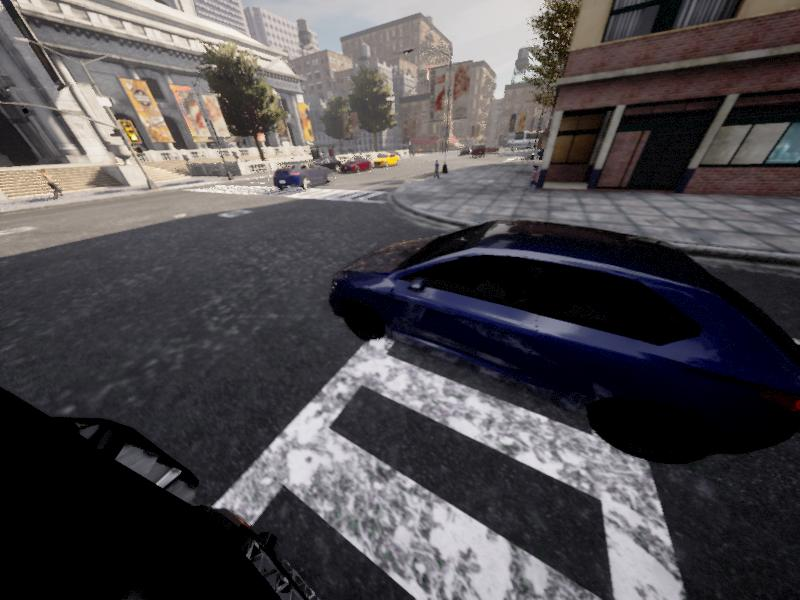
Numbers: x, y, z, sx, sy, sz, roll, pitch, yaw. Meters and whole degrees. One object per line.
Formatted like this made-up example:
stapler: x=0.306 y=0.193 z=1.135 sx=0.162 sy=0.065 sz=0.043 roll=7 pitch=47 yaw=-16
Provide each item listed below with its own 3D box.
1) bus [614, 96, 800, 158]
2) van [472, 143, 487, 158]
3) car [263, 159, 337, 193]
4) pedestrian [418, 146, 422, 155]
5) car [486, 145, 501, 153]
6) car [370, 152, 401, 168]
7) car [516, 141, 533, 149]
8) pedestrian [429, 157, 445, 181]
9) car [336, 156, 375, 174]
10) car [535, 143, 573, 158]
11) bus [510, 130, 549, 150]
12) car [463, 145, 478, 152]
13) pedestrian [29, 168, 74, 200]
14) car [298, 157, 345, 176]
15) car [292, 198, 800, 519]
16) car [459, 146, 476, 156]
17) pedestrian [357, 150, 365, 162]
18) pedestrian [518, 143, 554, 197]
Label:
bus: x=30.126 y=-17.454 z=23.973 sx=10.273 sy=4.253 sz=3.944 roll=14 pitch=37 yaw=24
van: x=14.228 y=-26.956 z=41.617 sx=1.775 sy=1.987 sz=4.442 roll=1 pitch=34 yaw=8
car: x=-6.874 y=-9.062 z=16.701 sx=2.152 sy=1.651 sz=5.027 roll=6 pitch=35 yaw=14
pedestrian: x=5.148 y=-38.001 z=58.783 sx=0.751 sy=1.860 sz=0.751 roll=21 pitch=40 yaw=31
car: x=22.206 y=-35.691 z=54.588 sx=2.163 sy=1.488 sz=4.792 roll=16 pitch=38 yaw=27
car: x=-1.806 y=-18.847 z=31.106 sx=1.882 sy=1.535 sz=5.008 roll=14 pitch=37 yaw=24
car: x=37.693 y=-47.000 z=70.010 sx=4.605 sy=1.855 sz=1.932 roll=-18 pitch=36 yaw=-22
pedestrian: x=2.482 y=-8.851 z=15.599 sx=0.751 sy=1.300 sz=0.751 roll=18 pitch=39 yaw=28
car: x=-4.932 y=-15.344 z=26.236 sx=1.994 sy=1.385 sz=4.181 roll=14 pitch=37 yaw=24
car: x=21.318 y=-20.800 z=32.116 sx=3.988 sy=1.617 sz=1.851 roll=15 pitch=38 yaw=25
bus: x=36.922 y=-45.665 z=65.919 sx=10.273 sy=4.253 sz=3.944 roll=-22 pitch=37 yaw=-25
car: x=21.966 y=-47.111 z=71.831 sx=4.674 sy=1.452 sz=2.002 roll=-28 pitch=41 yaw=-33
pedestrian: x=-24.089 y=-8.025 z=15.996 sx=0.751 sy=1.860 sz=0.751 roll=9 pitch=35 yaw=18
car: x=-8.816 y=-15.344 z=26.421 sx=2.128 sy=1.511 sz=4.902 roll=15 pitch=38 yaw=25
car: x=1.050 y=-0.127 z=2.737 sx=4.193 sy=1.474 sz=1.816 roll=17 pitch=38 yaw=27
car: x=14.498 y=-31.852 z=49.383 sx=2.038 sy=1.542 sz=4.974 roll=15 pitch=38 yaw=25
pedestrian: x=-6.891 y=-25.581 z=41.050 sx=0.751 sy=1.860 sz=0.751 roll=15 pitch=37 yaw=25
pedestrian: x=5.660 y=-5.412 z=9.657 sx=0.751 sy=1.860 sz=0.751 roll=19 pitch=40 yaw=30
